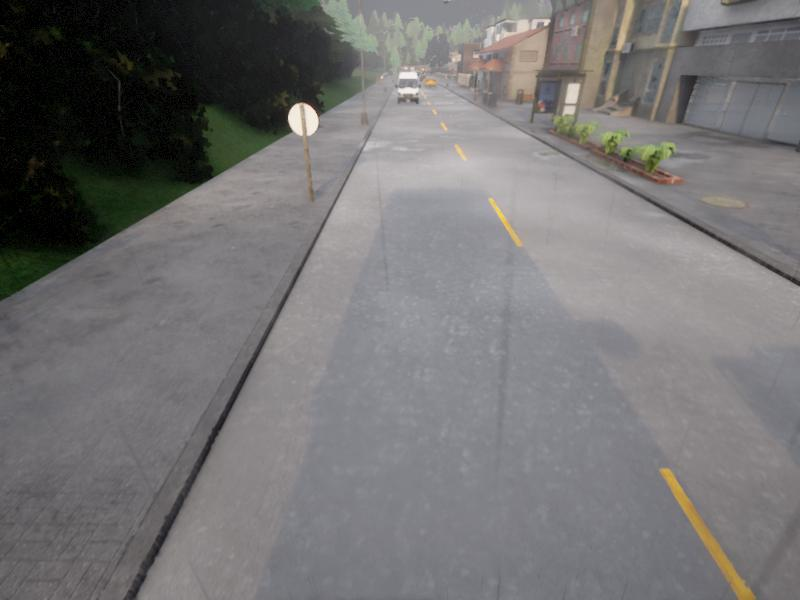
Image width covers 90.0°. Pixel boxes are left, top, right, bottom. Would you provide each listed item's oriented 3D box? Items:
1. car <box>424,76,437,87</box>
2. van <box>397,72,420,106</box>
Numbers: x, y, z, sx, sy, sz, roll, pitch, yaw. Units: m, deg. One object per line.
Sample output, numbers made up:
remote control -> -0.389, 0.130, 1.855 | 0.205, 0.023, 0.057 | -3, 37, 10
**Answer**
car -> 5.152, -37.321, 68.273 | 1.882, 1.535, 5.008 | 0, 30, 1
van -> 0.750, -19.585, 36.962 | 1.988, 2.561, 5.915 | 0, 30, 1
